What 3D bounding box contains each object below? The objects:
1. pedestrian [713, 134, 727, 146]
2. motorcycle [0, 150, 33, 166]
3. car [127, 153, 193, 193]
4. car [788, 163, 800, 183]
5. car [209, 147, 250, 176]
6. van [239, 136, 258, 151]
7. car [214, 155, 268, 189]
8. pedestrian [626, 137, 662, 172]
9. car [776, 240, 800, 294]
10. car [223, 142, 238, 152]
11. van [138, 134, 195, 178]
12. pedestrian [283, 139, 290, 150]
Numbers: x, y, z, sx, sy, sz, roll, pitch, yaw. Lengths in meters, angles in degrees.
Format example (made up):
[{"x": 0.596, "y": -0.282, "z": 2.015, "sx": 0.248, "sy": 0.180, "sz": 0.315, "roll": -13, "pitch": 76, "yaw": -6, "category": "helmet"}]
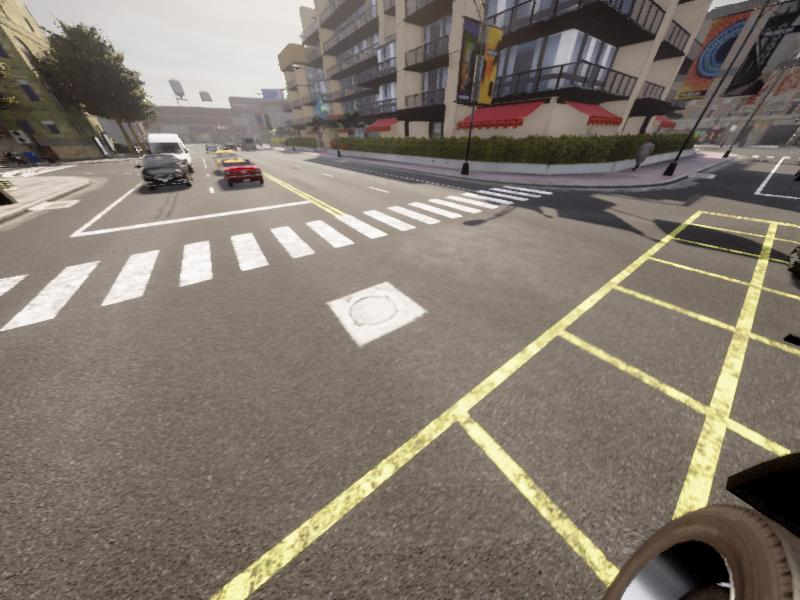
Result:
[{"x": 57.763, "y": -28.892, "z": 41.708, "sx": 0.751, "sy": 1.860, "sz": 0.751, "roll": -27, "pitch": 43, "yaw": -32, "category": "pedestrian"}, {"x": -39.911, "y": -14.765, "z": 24.002, "sx": 2.356, "sy": 1.277, "sz": 0.764, "roll": 14, "pitch": 48, "yaw": 20, "category": "motorcycle"}, {"x": -13.547, "y": -7.515, "z": 13.399, "sx": 1.837, "sy": 1.490, "sz": 4.892, "roll": -23, "pitch": 41, "yaw": -28, "category": "car"}, {"x": 23.866, "y": -7.402, "z": 12.709, "sx": 5.357, "sy": 1.411, "sz": 2.033, "roll": -23, "pitch": 41, "yaw": -28, "category": "car"}, {"x": -13.809, "y": -11.234, "z": 18.567, "sx": 1.801, "sy": 1.575, "sz": 5.366, "roll": -23, "pitch": 41, "yaw": -28, "category": "car"}, {"x": -32.509, "y": -33.525, "z": 49.436, "sx": 1.988, "sy": 2.561, "sz": 5.915, "roll": -23, "pitch": 41, "yaw": -28, "category": "van"}, {"x": -9.786, "y": -7.905, "z": 14.058, "sx": 1.895, "sy": 1.301, "sz": 4.718, "roll": -23, "pitch": 41, "yaw": -28, "category": "car"}, {"x": 15.944, "y": -9.538, "z": 15.141, "sx": 0.751, "sy": 1.860, "sz": 0.751, "roll": -23, "pitch": 41, "yaw": -28, "category": "pedestrian"}, {"x": 8.551, "y": -0.274, "z": 2.851, "sx": 1.970, "sy": 1.475, "sz": 3.806, "roll": -23, "pitch": 41, "yaw": -28, "category": "car"}, {"x": -35.526, "y": -32.034, "z": 48.293, "sx": 1.837, "sy": 1.490, "sz": 4.892, "roll": -23, "pitch": 41, "yaw": -28, "category": "car"}, {"x": -18.163, "y": -11.626, "z": 18.357, "sx": 1.988, "sy": 2.561, "sz": 5.915, "roll": -23, "pitch": 42, "yaw": -28, "category": "van"}, {"x": -23.086, "y": -31.686, "z": 46.978, "sx": 0.751, "sy": 1.860, "sz": 0.751, "roll": -26, "pitch": 42, "yaw": -31, "category": "pedestrian"}]
